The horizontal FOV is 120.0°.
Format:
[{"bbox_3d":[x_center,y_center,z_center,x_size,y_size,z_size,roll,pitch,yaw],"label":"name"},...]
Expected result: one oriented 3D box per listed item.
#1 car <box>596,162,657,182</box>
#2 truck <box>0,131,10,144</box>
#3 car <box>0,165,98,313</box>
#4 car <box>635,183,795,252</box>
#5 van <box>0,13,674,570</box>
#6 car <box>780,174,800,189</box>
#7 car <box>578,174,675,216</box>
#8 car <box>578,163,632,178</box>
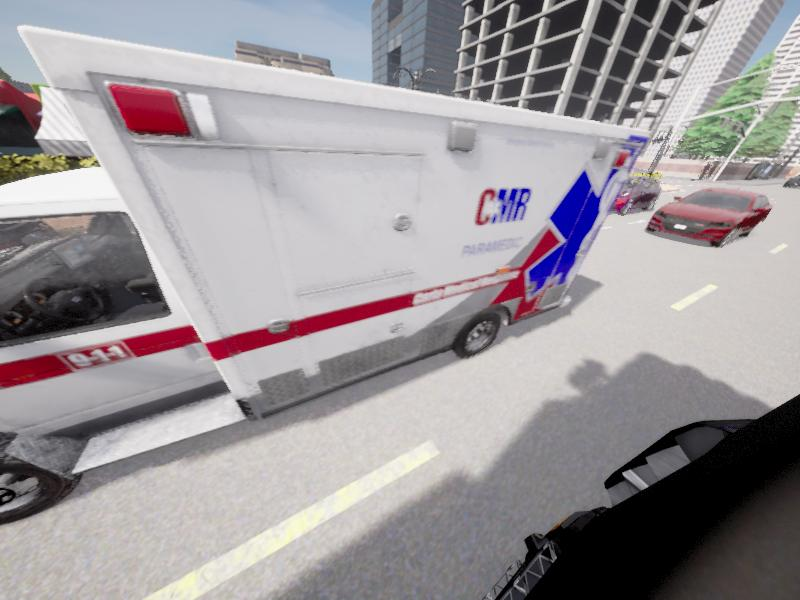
[{"bbox_3d":[28.364,-16.188,29.124,2.033,1.649,4.856,-14,37,-24],"label":"car"},{"bbox_3d":[-54.131,-21.014,27.713,2.891,3.827,8.468,-13,37,-23],"label":"truck"},{"bbox_3d":[-8.130,-0.549,2.660,5.027,1.651,2.152,-14,37,-24],"label":"car"},{"bbox_3d":[11.080,-3.089,8.146,5.008,1.535,1.882,-14,37,-24],"label":"car"},{"bbox_3d":[-0.715,-0.538,2.525,6.366,2.431,2.351,-14,37,-24],"label":"van"},{"bbox_3d":[53.109,-15.660,30.549,5.008,1.535,1.882,-14,37,-24],"label":"car"},{"bbox_3d":[11.183,-5.288,11.476,3.633,1.501,1.845,-14,37,-24],"label":"car"},{"bbox_3d":[29.578,-18.932,33.571,2.033,1.411,5.357,-14,37,-24],"label":"car"}]
